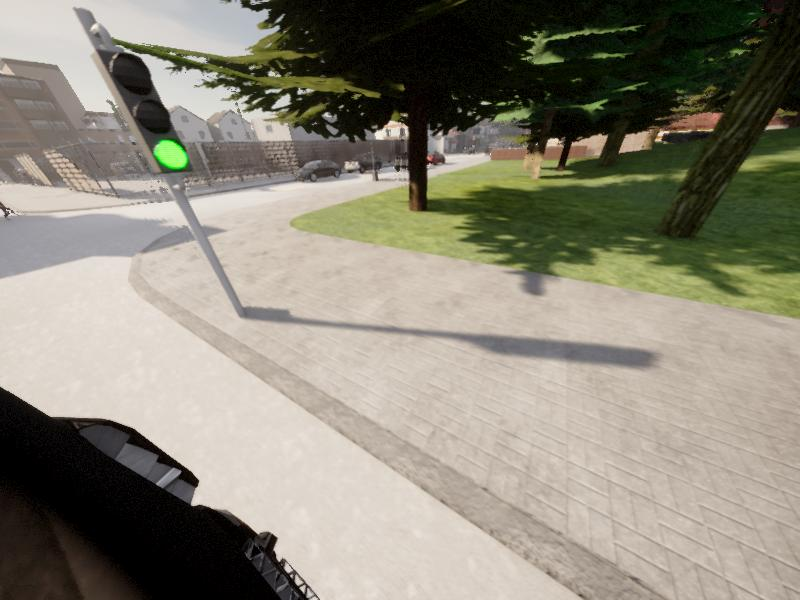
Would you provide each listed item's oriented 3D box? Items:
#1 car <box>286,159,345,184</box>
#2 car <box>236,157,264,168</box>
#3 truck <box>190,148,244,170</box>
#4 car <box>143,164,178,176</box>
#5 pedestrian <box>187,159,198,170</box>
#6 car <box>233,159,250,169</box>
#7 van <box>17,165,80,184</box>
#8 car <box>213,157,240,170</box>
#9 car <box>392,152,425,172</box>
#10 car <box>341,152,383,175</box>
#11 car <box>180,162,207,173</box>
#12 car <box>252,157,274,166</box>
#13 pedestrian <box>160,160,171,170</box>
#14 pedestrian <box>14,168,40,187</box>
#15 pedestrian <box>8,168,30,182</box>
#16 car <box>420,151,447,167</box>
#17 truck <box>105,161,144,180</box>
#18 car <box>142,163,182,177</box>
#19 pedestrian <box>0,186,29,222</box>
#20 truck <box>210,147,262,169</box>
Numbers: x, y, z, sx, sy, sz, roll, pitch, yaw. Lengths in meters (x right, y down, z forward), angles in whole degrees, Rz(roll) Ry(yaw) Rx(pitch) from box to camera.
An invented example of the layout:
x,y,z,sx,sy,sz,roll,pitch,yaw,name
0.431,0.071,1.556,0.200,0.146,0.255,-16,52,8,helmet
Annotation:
x,y,z,sx,sy,sz,roll,pitch,yaw,name
-7.399,-11.713,20.893,1.837,1.490,4.892,16,38,26,car
-29.646,-27.170,45.690,4.611,1.667,2.242,16,38,26,car
-41.828,-32.548,53.308,2.891,3.827,8.468,16,38,26,truck
-37.470,-20.316,36.157,5.357,1.415,2.033,16,38,26,car
-43.166,-28.156,48.119,0.751,1.860,0.751,9,35,17,pedestrian
-30.200,-25.881,43.972,2.207,1.379,1.481,16,38,26,car
-51.315,-18.421,33.900,2.069,2.038,4.480,16,38,27,van
-32.052,-25.207,42.715,3.866,1.878,1.905,16,38,26,car
1.042,-15.531,25.917,1.851,1.617,3.988,16,38,27,car
-3.988,-15.110,25.420,1.932,1.855,4.605,16,38,26,car
-35.446,-22.776,39.609,3.633,1.501,1.845,16,38,26,car
-28.663,-28.860,48.294,4.193,1.474,1.816,16,38,26,car
-51.185,-29.397,50.420,0.751,1.860,0.751,16,38,26,pedestrian
-43.471,-14.251,26.931,0.751,1.860,0.751,17,39,28,pedestrian
-59.818,-19.609,36.267,0.751,1.860,0.751,-13,35,-15,pedestrian
4.472,-18.667,30.469,2.007,1.525,4.514,15,38,25,car
-39.640,-18.666,33.262,4.478,2.038,2.069,16,38,26,truck
-37.220,-20.448,36.206,1.789,1.547,3.705,16,38,26,car
-19.080,-4.763,10.904,0.751,1.860,0.751,15,38,25,pedestrian
-37.283,-32.601,53.043,2.891,3.827,8.468,16,38,26,truck
